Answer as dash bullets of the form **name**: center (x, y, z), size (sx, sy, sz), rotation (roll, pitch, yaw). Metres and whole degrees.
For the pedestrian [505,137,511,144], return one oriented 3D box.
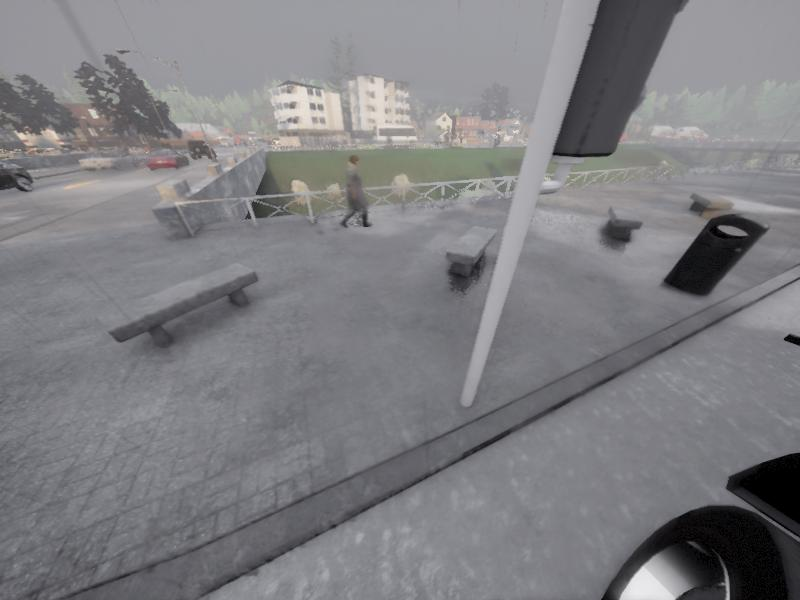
- **pedestrian**: center (34.635, -51.099, 74.099), size (0.751, 1.860, 0.751), rotation (-14, 38, -19)

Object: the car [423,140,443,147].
- **car**: center (8.708, -41.251, 60.804), size (4.892, 1.490, 1.837), rotation (-14, 38, -18)

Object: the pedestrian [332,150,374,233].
- **pedestrian**: center (-1.209, -2.843, 6.104), size (0.751, 1.860, 0.751), rotation (-12, 37, -17)

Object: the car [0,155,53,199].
- **car**: center (-18.963, -5.172, 9.940), size (2.128, 1.511, 4.902), rotation (-13, 37, -18)

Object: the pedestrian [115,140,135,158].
- **pedestrian**: center (-34.513, -19.034, 29.027), size (0.751, 1.860, 0.751), rotation (-15, 38, -20)

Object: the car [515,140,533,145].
- **car**: center (38.177, -48.419, 71.006), size (4.718, 1.301, 1.895), rotation (-14, 38, -18)

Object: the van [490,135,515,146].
- **van**: center (30.209, -46.922, 67.938), size (6.366, 2.431, 2.351), rotation (-14, 38, -18)

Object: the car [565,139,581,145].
- **car**: center (54.683, -50.040, 73.095), size (4.193, 1.474, 1.816), rotation (-14, 38, -18)

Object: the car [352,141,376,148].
- **car**: center (-8.553, -36.965, 54.891), size (5.357, 1.411, 2.033), rotation (-14, 38, -18)

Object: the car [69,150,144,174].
- **car**: center (-23.717, -11.424, 18.964), size (1.895, 1.301, 4.718), rotation (-14, 38, -19)

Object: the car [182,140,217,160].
- **car**: center (-24.220, -18.280, 28.129), size (1.905, 1.878, 3.866), rotation (-14, 38, -19)

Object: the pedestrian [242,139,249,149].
- **pedestrian**: center (-33.567, -33.875, 50.153), size (0.751, 1.860, 0.751), rotation (-14, 37, -18)

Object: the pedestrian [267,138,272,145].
- **pedestrian**: center (-41.645, -50.530, 73.504), size (0.751, 1.860, 0.751), rotation (-19, 39, -24)

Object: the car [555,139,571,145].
- **car**: center (53.926, -52.325, 76.404), size (3.806, 1.475, 1.970), rotation (-14, 38, -18)

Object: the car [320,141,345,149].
- **car**: center (-15.286, -35.279, 52.445), size (4.892, 1.490, 1.837), rotation (-13, 37, -18)

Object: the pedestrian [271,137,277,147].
- **pedestrian**: center (-28.817, -36.136, 52.951), size (0.751, 1.860, 0.751), rotation (-14, 37, -18)

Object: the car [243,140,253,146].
- **car**: center (-45.433, -47.051, 69.088), size (1.789, 1.549, 3.705), rotation (-14, 37, -19)

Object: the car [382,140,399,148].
- **car**: center (-2.349, -38.525, 57.005), size (3.806, 1.475, 1.970), rotation (-14, 38, -19)

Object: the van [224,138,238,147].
- **van**: center (-48.520, -45.529, 66.530), size (2.069, 2.038, 4.480), rotation (-14, 38, -19)

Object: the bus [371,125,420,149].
- **bus**: center (-0.969, -37.560, 53.239), size (10.273, 4.253, 3.944), rotation (-14, 38, -18)

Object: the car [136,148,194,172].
- **car**: center (-19.773, -12.004, 19.709), size (1.994, 1.385, 4.181), rotation (-14, 38, -19)

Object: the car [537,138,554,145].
- **car**: center (43.698, -47.495, 69.199), size (3.866, 1.878, 1.905), rotation (-14, 38, -18)

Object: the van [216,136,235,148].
- **van**: center (-45.314, -41.314, 60.238), size (2.351, 2.431, 6.366), rotation (-14, 38, -19)

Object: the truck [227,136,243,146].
- **truck**: center (-51.658, -49.981, 72.448), size (2.627, 2.467, 5.204), rotation (-14, 38, -19)
